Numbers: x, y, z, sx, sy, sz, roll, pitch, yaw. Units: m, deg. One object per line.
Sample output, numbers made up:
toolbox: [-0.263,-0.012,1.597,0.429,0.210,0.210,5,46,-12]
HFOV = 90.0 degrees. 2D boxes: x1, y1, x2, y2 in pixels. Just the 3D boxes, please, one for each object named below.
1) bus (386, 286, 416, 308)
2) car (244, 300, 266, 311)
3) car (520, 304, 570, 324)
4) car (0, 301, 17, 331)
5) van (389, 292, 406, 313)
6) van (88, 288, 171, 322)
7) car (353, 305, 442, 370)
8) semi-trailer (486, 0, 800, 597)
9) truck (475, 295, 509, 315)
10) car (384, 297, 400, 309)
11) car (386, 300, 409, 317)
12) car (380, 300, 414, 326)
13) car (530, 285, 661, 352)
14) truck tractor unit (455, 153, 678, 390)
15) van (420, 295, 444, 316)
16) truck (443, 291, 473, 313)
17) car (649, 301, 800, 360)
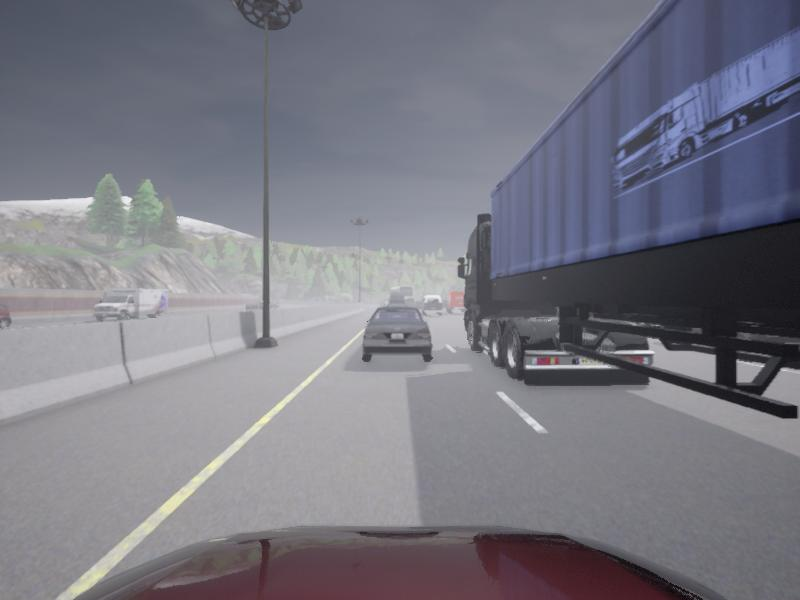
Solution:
bus: [0.002,-0.589,81.818,3.944,4.253,10.273,0,0,-12]
car: [-21.721,0.786,60.154,1.882,1.535,5.008,0,0,-4]
car: [10.301,0.926,28.864,1.895,1.301,4.718,0,0,0]
car: [-21.135,0.803,19.309,1.789,1.549,3.705,0,0,0]
van: [-0.367,0.291,50.534,1.988,2.561,5.915,0,0,-1]
van: [-21.222,0.358,31.835,2.351,2.431,6.366,0,0,0]
car: [-0.081,0.887,11.850,2.033,1.411,5.357,0,0,0]
semi-trailer: [3.486,-0.619,2.491,2.717,4.402,14.254,0,0,0]
truck: [10.189,0.515,44.906,2.390,2.098,6.274,0,0,0]
car: [-1.482,0.527,69.236,2.150,2.045,5.566,0,0,-7]
car: [-0.268,0.800,38.599,2.038,1.542,4.974,0,0,0]
car: [-0.184,0.811,26.540,2.038,1.542,4.974,0,0,0]
car: [6.895,0.561,15.025,2.150,2.045,5.566,0,0,0]
truck tractor unit: [3.425,-0.526,10.406,3.053,4.208,6.516,0,0,0]
van: [3.217,0.546,40.816,2.069,2.038,4.480,0,0,0]
truck: [6.676,0.304,46.587,2.627,2.467,5.204,0,-2,0]
car: [10.411,0.821,12.827,2.007,1.525,4.514,0,0,0]
